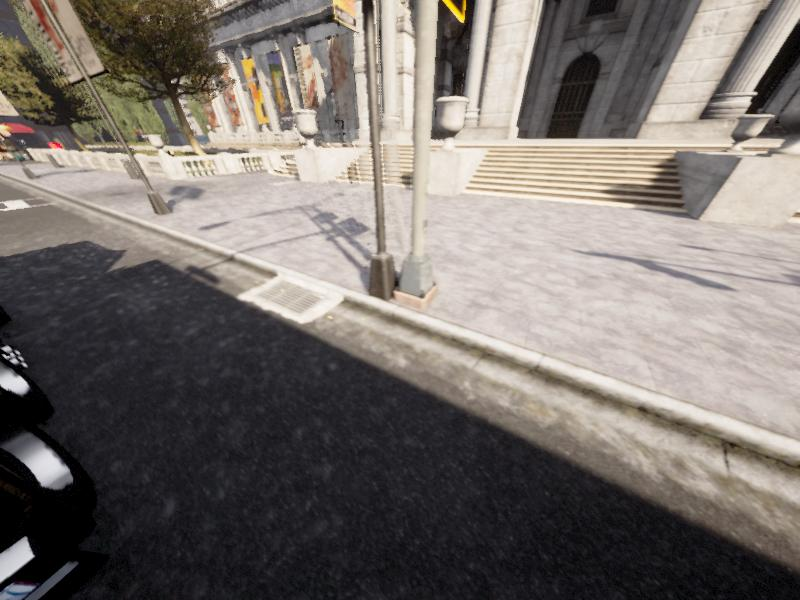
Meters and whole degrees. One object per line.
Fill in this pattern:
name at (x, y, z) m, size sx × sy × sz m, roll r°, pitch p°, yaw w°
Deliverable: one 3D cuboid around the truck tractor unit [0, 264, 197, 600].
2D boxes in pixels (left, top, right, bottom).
truck tractor unit at (-5.116, -0.293, 0.782) m, size 6.516 × 4.208 × 3.053 m, roll 18°, pitch 39°, yaw 24°
